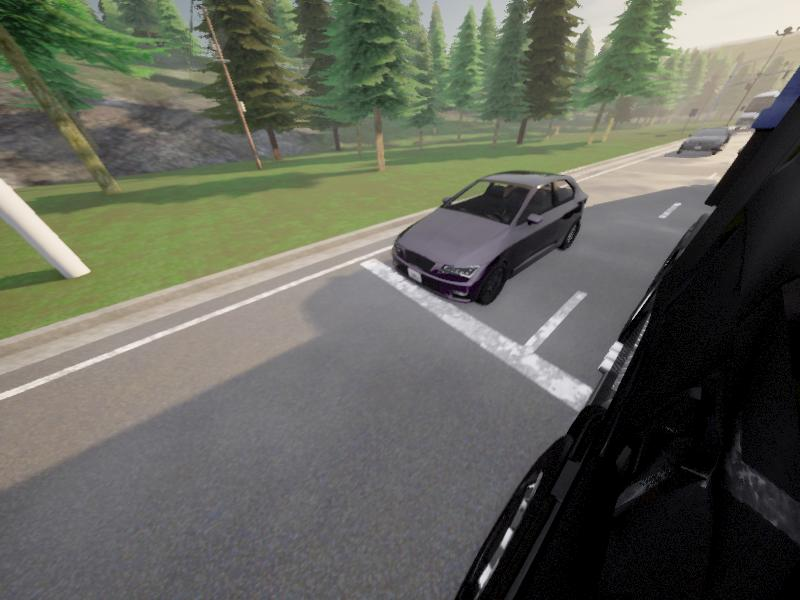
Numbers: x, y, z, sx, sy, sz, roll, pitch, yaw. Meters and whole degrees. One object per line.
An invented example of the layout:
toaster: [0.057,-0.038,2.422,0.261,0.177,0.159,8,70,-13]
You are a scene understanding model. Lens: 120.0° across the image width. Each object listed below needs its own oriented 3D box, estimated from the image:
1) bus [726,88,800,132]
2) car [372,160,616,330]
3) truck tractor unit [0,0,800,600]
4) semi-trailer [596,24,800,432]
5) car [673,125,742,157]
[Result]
bus: [52.677,-26.904,32.864,10.273,4.253,3.944,-21,39,-23]
car: [1.810,-1.438,4.239,4.193,1.474,1.816,-28,43,-30]
truck tractor unit: [2.645,-0.295,0.351,6.516,4.208,3.053,-28,44,-30]
semi-trailer: [8.813,-3.519,4.118,14.254,4.402,2.717,-27,43,-28]
car: [20.700,-10.732,15.541,4.674,1.442,1.812,-26,42,-28]
